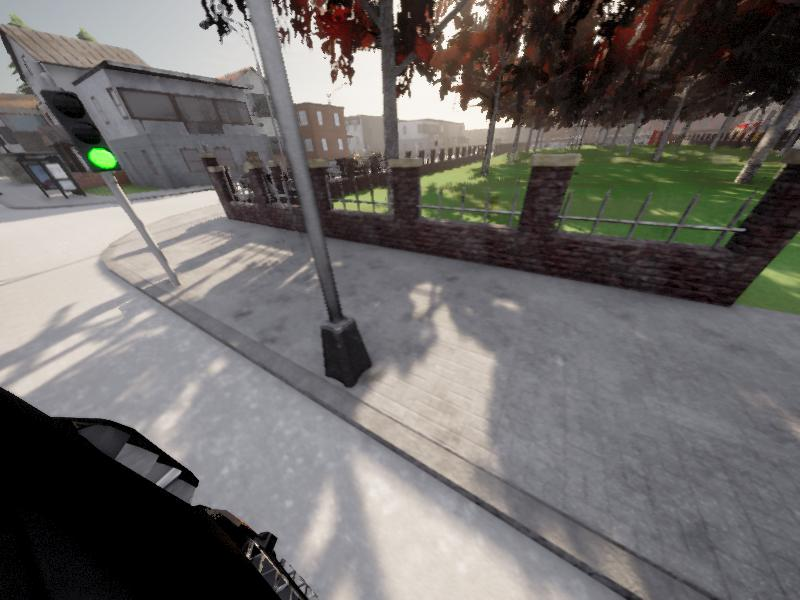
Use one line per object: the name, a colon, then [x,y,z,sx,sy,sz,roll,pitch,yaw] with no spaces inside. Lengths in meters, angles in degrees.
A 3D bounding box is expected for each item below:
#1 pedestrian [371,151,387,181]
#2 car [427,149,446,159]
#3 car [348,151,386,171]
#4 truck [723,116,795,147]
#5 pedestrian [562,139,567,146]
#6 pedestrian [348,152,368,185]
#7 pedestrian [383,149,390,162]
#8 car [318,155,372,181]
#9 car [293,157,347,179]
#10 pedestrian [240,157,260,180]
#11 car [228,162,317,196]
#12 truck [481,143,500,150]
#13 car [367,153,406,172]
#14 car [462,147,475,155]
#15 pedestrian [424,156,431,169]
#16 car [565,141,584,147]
pedestrian: [-1.520,-9.995,17.227,0.751,1.860,0.751,16,38,26]
car: [7.115,-28.426,44.929,1.837,1.490,4.892,16,38,26]
car: [-3.999,-17.379,28.758,1.932,1.855,4.605,18,39,28]
truck: [62.225,-29.351,40.482,2.891,3.827,8.468,16,38,26]
pedestrian: [53.104,-50.804,74.643,0.751,1.860,0.751,16,38,26]
pedestrian: [-2.785,-8.762,15.463,0.751,1.860,0.751,17,38,27]
pedestrian: [-2.322,-24.326,38.873,0.751,1.860,0.751,23,41,33]
car: [-4.850,-12.190,21.226,2.033,1.649,4.856,15,37,25]
car: [-8.013,-13.620,23.724,2.128,1.511,4.902,16,38,26]
pedestrian: [-14.269,-12.549,22.014,0.751,1.860,0.751,16,38,26]
car: [-8.656,-8.623,16.239,2.128,1.511,4.902,16,38,26]
truck: [34.708,-58.860,88.589,2.390,2.098,6.274,-26,40,-31]
car: [-1.335,-15.517,26.085,2.128,1.511,4.902,14,37,24]
car: [17.716,-38.614,59.934,1.812,1.442,4.674,16,38,26]
pedestrian: [2.902,-14.290,24.057,0.500,1.100,0.500,22,41,32]
car: [60.319,-53.943,79.859,4.902,1.511,2.128,16,38,26]
